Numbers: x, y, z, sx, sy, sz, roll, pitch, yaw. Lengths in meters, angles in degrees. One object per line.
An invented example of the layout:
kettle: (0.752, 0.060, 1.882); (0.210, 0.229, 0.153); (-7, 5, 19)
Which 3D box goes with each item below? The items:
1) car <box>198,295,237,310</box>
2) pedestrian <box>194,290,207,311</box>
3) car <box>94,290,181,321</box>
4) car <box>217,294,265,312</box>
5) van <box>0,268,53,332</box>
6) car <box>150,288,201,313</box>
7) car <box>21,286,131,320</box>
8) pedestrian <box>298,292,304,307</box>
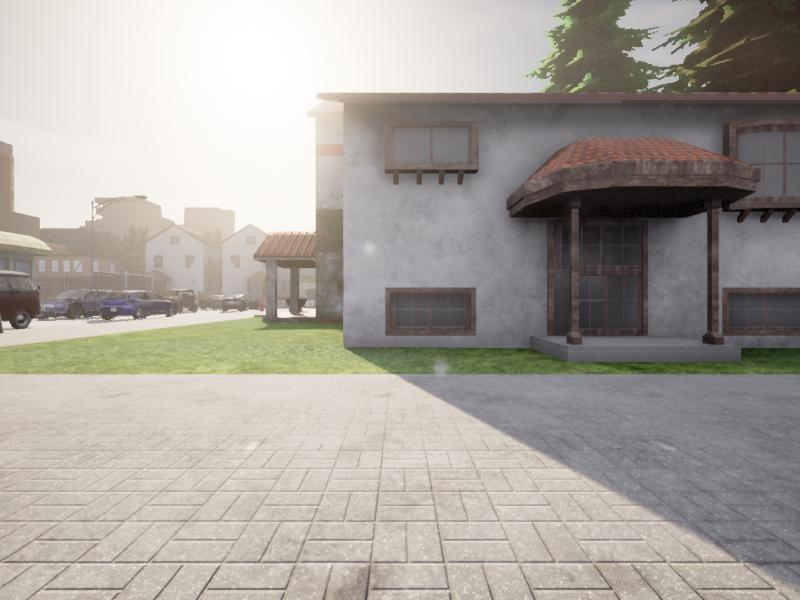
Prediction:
car: (-19.004, 0.236, 41.522); (2.128, 1.511, 4.902); (0, 0, -44)
pedestrian: (-18.476, 0.037, 37.029); (0.751, 1.860, 0.751); (0, 0, 6)
car: (-13.473, 0.254, 20.875); (1.816, 1.474, 4.193); (0, 0, 0)
car: (-13.463, 0.251, 34.243); (2.163, 1.488, 4.792); (0, 0, 0)
van: (-13.442, -0.002, 12.284); (1.775, 1.987, 4.442); (0, 0, -1)
car: (-17.620, 0.047, 31.559); (1.905, 1.878, 3.866); (0, 0, -1)
car: (-17.446, 0.179, 21.930); (2.033, 1.649, 4.856); (0, 0, 1)
pedestrian: (-12.851, -0.067, 51.867); (0.751, 1.860, 0.751); (0, 0, -10)
